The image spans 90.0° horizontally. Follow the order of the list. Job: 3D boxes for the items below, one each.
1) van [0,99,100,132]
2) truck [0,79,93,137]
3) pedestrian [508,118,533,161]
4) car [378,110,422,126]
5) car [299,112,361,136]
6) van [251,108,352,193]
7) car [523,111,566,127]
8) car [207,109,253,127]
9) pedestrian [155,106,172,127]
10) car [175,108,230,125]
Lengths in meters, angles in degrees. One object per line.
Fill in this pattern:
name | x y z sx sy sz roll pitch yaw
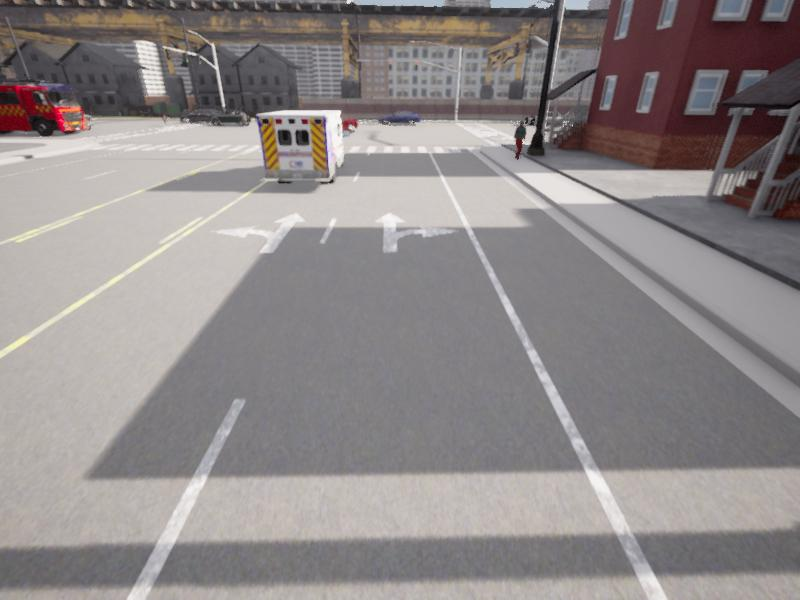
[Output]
van | -29.927 -15.697 34.043 6.366 2.431 2.351 1 27 0
truck | -29.372 -14.687 30.562 8.468 3.827 2.891 0 27 0
pedestrian | 5.787 -7.741 19.327 0.751 1.860 0.751 1 27 1
car | -0.045 -19.865 43.651 4.674 1.442 1.812 0 27 0
car | -5.891 -15.108 34.218 1.882 1.535 5.008 23 35 37
van | -3.510 -6.202 15.969 2.351 2.431 6.366 0 27 0
car | 15.678 -19.788 43.692 3.806 1.475 1.970 0 27 0
car | -17.119 -18.414 40.461 3.705 1.549 1.789 0 27 0
pedestrian | -23.153 -18.011 39.205 0.751 1.860 0.751 3 27 5
car | -21.423 -20.011 43.573 4.892 1.490 1.837 1 27 0
